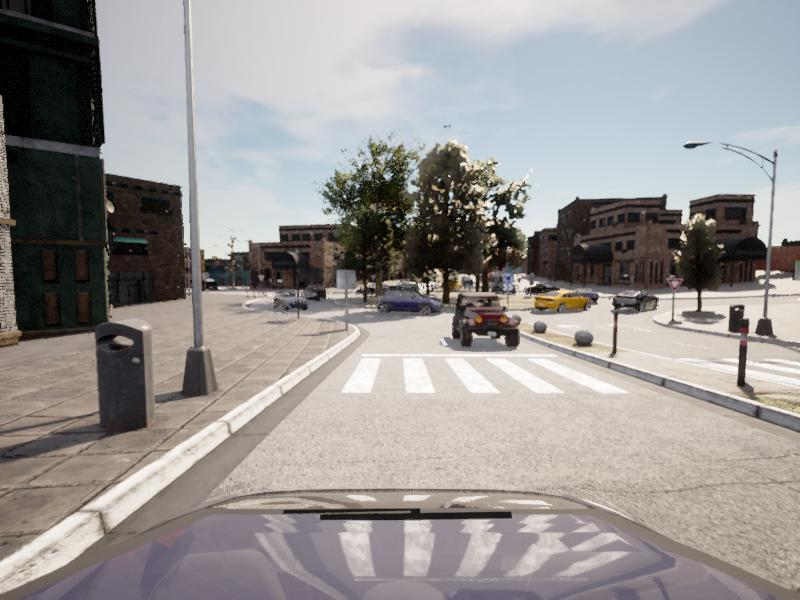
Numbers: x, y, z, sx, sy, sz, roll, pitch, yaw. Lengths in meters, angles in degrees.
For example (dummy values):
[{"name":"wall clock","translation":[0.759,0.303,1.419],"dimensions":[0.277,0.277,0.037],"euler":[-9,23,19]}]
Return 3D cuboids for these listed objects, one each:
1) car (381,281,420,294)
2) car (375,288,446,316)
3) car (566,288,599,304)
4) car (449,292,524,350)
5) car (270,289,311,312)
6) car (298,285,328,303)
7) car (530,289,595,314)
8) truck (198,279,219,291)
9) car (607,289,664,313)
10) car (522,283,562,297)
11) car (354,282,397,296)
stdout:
[{"name":"car","translation":[0.051,-1.806,56.447],"dimensions":[5.238,1.638,1.930],"euler":[-1,4,-15]},{"name":"car","translation":[0.763,0.066,28.094],"dimensions":[4.553,1.767,2.097],"euler":[1,4,19]},{"name":"car","translation":[18.117,-0.485,39.933],"dimensions":[1.895,1.301,4.718],"euler":[1,4,10]},{"name":"car","translation":[3.014,0.652,14.828],"dimensions":[1.905,1.878,3.866],"euler":[0,1,0]},{"name":"car","translation":[-8.591,0.007,31.146],"dimensions":[1.816,1.474,4.193],"euler":[-3,5,-33]},{"name":"car","translation":[-8.735,-0.701,40.507],"dimensions":[1.851,1.617,3.988],"euler":[0,4,5]},{"name":"car","translation":[12.297,0.059,30.177],"dimensions":[5.008,1.535,1.882],"euler":[-3,5,-32]},{"name":"truck","translation":[-32.914,-2.602,68.636],"dimensions":[2.390,2.098,6.274],"euler":[-2,3,-32]},{"name":"car","translation":[18.273,0.026,30.918],"dimensions":[4.902,1.511,2.128],"euler":[-3,5,-39]},{"name":"car","translation":[17.998,-1.368,51.030],"dimensions":[1.882,1.535,5.008],"euler":[-2,4,-22]},{"name":"car","translation":[-3.092,-1.478,51.647],"dimensions":[5.238,1.638,1.930],"euler":[-3,5,-32]}]
